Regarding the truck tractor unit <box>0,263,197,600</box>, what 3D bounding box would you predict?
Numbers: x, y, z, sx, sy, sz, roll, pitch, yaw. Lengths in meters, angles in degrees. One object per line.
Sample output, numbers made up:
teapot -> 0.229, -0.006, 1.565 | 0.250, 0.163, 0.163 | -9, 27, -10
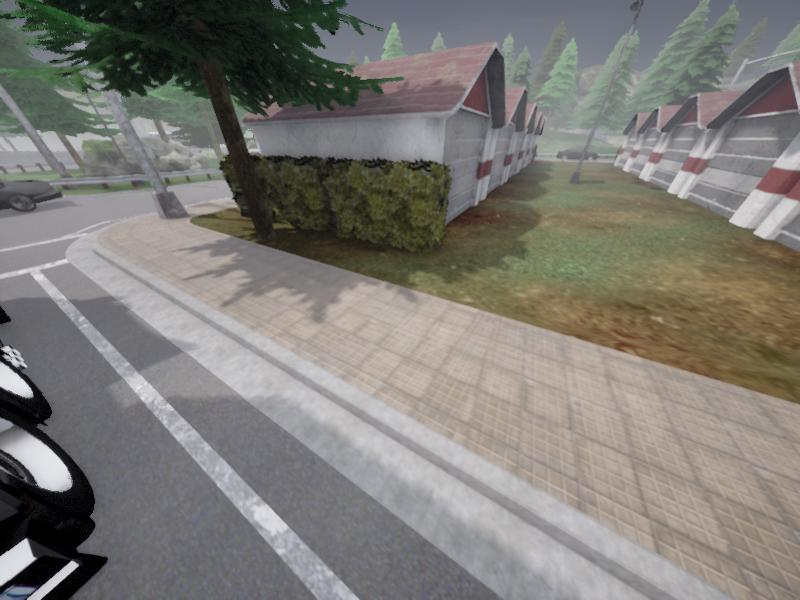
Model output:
truck tractor unit -> -5.107, -0.305, 0.783 | 6.516, 4.208, 3.053 | 18, 39, 24

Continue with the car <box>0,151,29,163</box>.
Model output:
car -> -58.919, -20.917, 33.785 | 1.895, 1.301, 4.718 | 18, 39, 25

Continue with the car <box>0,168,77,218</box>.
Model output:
car -> -16.330, -3.566, 8.176 | 2.033, 1.411, 5.357 | 8, 36, 11
